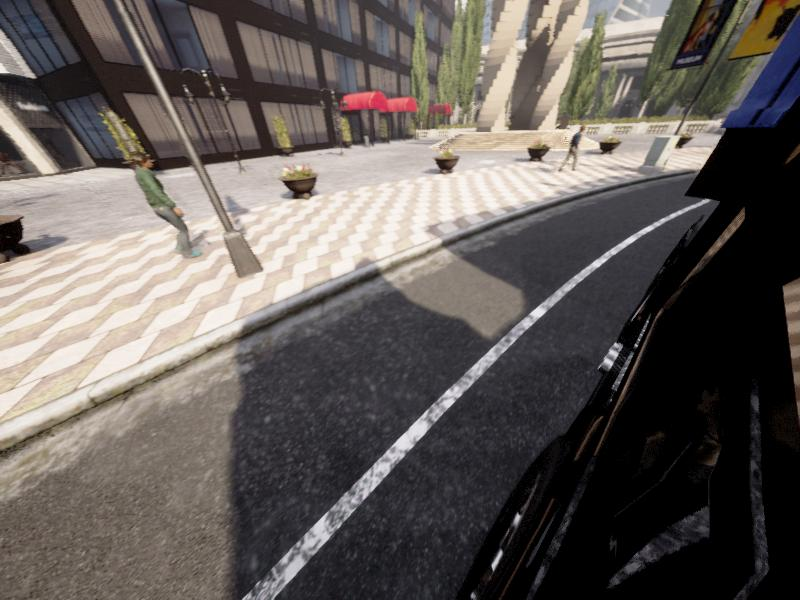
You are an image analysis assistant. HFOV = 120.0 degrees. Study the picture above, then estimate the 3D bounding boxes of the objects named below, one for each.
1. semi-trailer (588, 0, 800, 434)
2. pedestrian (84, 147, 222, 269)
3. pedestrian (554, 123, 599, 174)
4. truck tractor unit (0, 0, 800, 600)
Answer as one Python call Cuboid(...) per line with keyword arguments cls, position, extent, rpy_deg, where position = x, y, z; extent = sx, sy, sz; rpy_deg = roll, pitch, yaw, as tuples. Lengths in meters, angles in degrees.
Cuboid(cls="semi-trailer", position=(9.371, -3.021, 3.441), extent=(14.254, 4.402, 2.717), rpy_deg=(-20, 40, -21))
Cuboid(cls="pedestrian", position=(-4.263, -1.629, 4.175), extent=(0.751, 1.860, 0.751), rpy_deg=(18, 41, 25))
Cuboid(cls="pedestrian", position=(7.866, -6.788, 10.388), extent=(0.751, 1.860, 0.751), rpy_deg=(-9, 37, -9))
Cuboid(cls="truck tractor unit", position=(2.645, -0.295, 0.351), extent=(6.516, 4.208, 3.053), rpy_deg=(-28, 44, -30))
